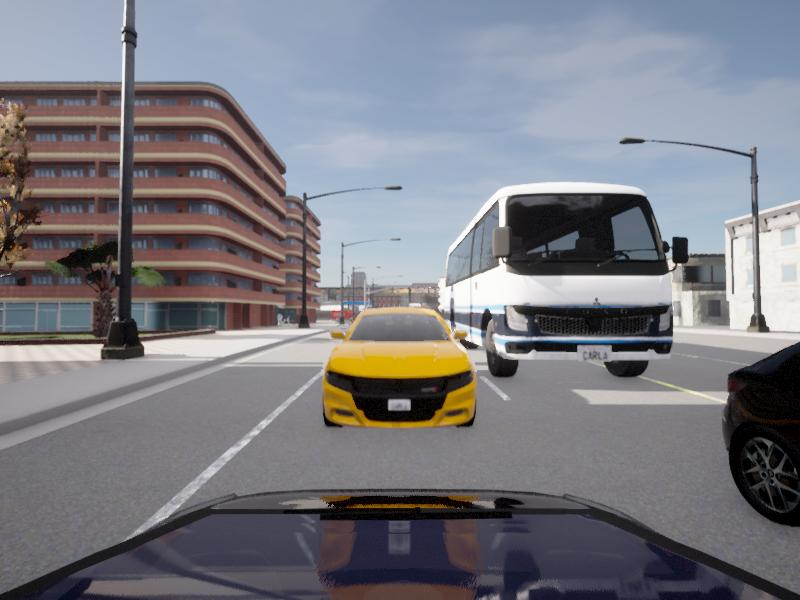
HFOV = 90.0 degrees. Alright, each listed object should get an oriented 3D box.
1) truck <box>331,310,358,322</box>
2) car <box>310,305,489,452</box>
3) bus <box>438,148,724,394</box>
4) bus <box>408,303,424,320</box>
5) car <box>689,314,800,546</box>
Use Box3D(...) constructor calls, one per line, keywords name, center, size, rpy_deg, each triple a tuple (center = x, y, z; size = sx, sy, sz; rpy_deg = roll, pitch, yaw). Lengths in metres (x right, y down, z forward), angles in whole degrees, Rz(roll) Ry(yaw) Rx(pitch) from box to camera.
Box3D(name="truck", center=(-11.528, 3.332, 83.184), size=(5.204, 2.467, 2.627), rpy_deg=(0, -2, -1))
Box3D(name="car", center=(-0.009, 0.855, 6.720), size=(1.882, 1.535, 5.008), rpy_deg=(0, 0, 0))
Box3D(name="bus", center=(3.605, -0.422, 12.059), size=(3.944, 4.253, 10.273), rpy_deg=(0, -1, 0))
Box3D(name="bus", center=(4.146, 3.134, 107.060), size=(3.944, 4.253, 10.273), rpy_deg=(0, -2, 0))
Box3D(name="car", center=(3.499, 0.857, 1.488), size=(1.816, 1.474, 4.193), rpy_deg=(0, 0, 0))
